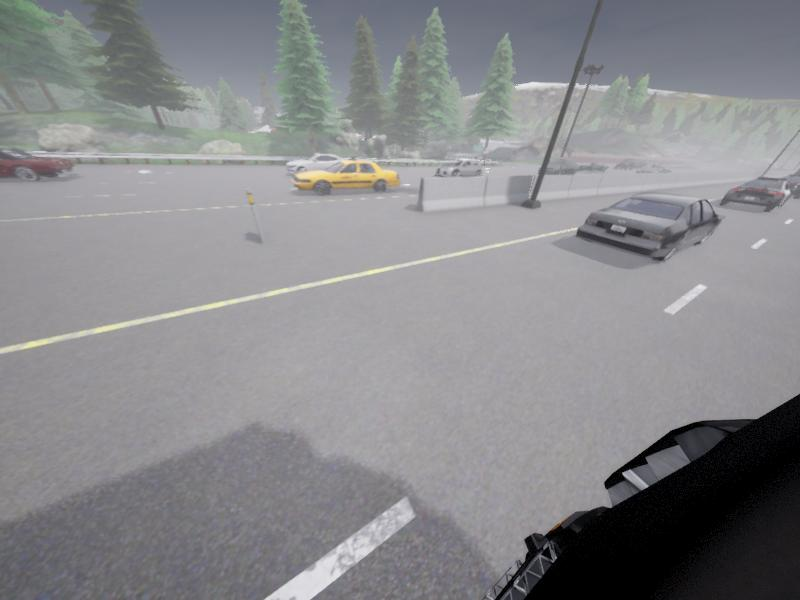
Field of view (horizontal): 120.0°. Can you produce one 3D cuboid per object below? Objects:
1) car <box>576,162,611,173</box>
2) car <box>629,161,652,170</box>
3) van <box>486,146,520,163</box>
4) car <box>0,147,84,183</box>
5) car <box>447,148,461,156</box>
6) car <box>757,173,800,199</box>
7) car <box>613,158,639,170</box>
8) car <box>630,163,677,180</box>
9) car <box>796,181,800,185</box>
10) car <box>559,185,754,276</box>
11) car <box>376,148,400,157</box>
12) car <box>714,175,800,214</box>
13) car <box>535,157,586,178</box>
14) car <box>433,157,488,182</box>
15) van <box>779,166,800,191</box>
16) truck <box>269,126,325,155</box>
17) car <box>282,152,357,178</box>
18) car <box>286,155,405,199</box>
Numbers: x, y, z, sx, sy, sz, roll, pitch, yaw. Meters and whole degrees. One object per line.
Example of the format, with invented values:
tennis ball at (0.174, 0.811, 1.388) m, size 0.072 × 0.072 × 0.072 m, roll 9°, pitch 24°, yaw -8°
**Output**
car at (28.554, -19.571, 34.071) m, size 4.718 × 1.301 × 1.895 m, roll -16°, pitch 38°, yaw -26°
car at (50.183, -28.127, 48.222) m, size 3.705 × 1.549 × 1.789 m, roll -16°, pitch 38°, yaw -26°
van at (20.365, -29.044, 46.079) m, size 1.988 × 2.561 × 5.915 m, roll -16°, pitch 38°, yaw -26°
car at (-18.572, -6.077, 10.369) m, size 4.718 × 1.301 × 1.895 m, roll -16°, pitch 38°, yaw -26°
car at (17.269, -47.538, 74.326) m, size 3.866 × 1.878 × 1.905 m, roll -16°, pitch 38°, yaw -26°
car at (32.599, -9.563, 19.263) m, size 4.974 × 1.542 × 2.038 m, roll -16°, pitch 38°, yaw -26°
car at (44.187, -26.534, 45.120) m, size 3.866 × 1.878 × 1.905 m, roll -16°, pitch 38°, yaw -26°
car at (31.621, -16.075, 28.807) m, size 5.027 × 1.651 × 2.152 m, roll -16°, pitch 38°, yaw -26°
car at (56.034, -16.270, 31.053) m, size 4.514 × 1.525 × 2.007 m, roll -16°, pitch 38°, yaw -26°
car at (7.366, -2.281, 6.615) m, size 5.357 × 1.411 × 2.033 m, roll -16°, pitch 38°, yaw -26°
car at (-2.596, -32.402, 50.617) m, size 4.792 × 1.488 × 2.163 m, roll -16°, pitch 38°, yaw -26°
car at (21.046, -6.258, 13.455) m, size 4.974 × 1.542 × 2.038 m, roll -16°, pitch 38°, yaw -26°
car at (17.275, -14.293, 24.898) m, size 4.553 × 1.767 × 2.097 m, roll -16°, pitch 38°, yaw -26°
car at (4.860, -10.609, 18.748) m, size 3.806 × 1.475 × 1.970 m, roll -16°, pitch 38°, yaw -26°
van at (43.446, -13.075, 24.422) m, size 5.915 × 2.561 × 1.988 m, roll -16°, pitch 38°, yaw -26°
truck at (-18.517, -28.861, 42.020) m, size 8.468 × 3.827 × 2.891 m, roll -14°, pitch 37°, yaw -24°
car at (-5.714, -9.823, 16.798) m, size 4.674 × 1.442 × 1.812 m, roll -16°, pitch 38°, yaw -26°
car at (-2.545, -6.278, 11.639) m, size 5.366 × 1.575 × 1.801 m, roll -16°, pitch 38°, yaw -26°
